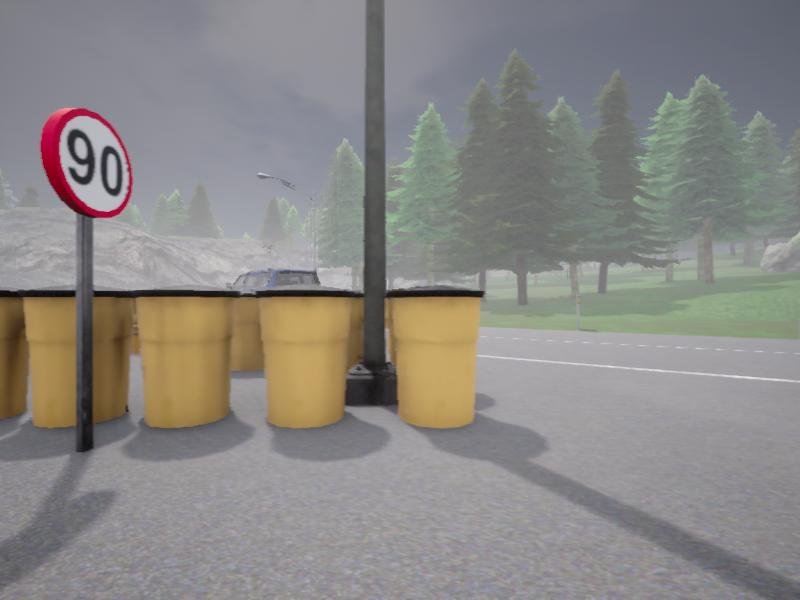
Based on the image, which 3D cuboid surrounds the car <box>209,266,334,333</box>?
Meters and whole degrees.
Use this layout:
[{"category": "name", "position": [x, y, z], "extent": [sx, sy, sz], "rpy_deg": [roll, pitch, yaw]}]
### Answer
[{"category": "car", "position": [-5.026, -0.033, 15.073], "extent": [2.150, 2.045, 5.566], "rpy_deg": [0, 0, -45]}]
